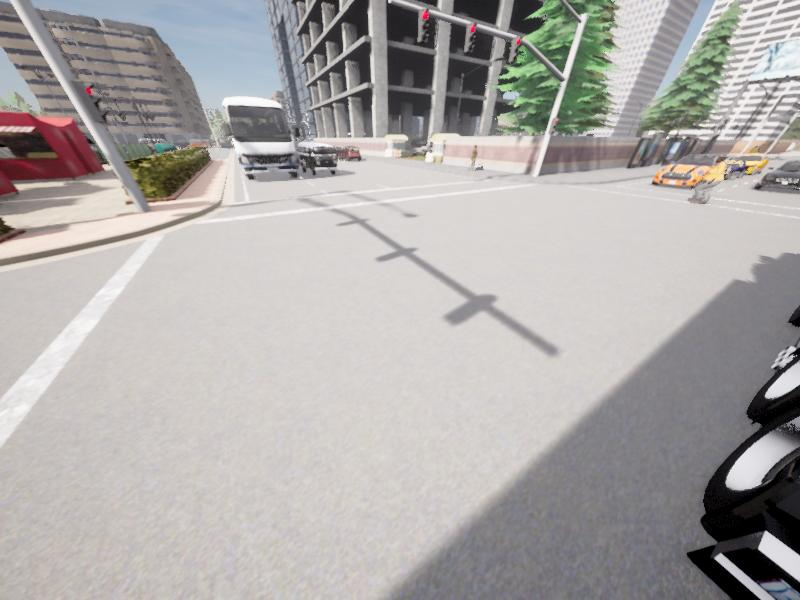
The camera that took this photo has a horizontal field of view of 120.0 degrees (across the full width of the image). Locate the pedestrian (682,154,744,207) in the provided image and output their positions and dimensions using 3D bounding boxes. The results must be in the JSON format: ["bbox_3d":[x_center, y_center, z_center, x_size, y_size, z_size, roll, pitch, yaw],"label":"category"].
[{"bbox_3d":[13.100,-5.046,9.746,0.751,1.860,0.751,-27,43,-33],"label":"pedestrian"}]

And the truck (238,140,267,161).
[{"bbox_3d":[-19.688,-19.983,30.688,2.390,2.098,6.274,-18,39,-25],"label":"truck"}]

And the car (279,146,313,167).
[{"bbox_3d":[-11.019,-15.235,24.357,2.152,1.651,5.027,-18,39,-25],"label":"car"}]

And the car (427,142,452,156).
[{"bbox_3d":[6.313,-24.475,37.391,1.905,1.878,3.866,-18,39,-24],"label":"car"}]

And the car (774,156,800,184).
[{"bbox_3d":[29.146,-9.220,16.322,4.892,1.490,1.837,-18,39,-24],"label":"car"}]

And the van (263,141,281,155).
[{"bbox_3d":[-22.189,-26.342,39.931,1.775,1.987,4.442,-18,39,-25],"label":"van"}]

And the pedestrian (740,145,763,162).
[{"bbox_3d":[46.966,-19.608,30.857,0.751,1.860,0.751,-15,38,-22],"label":"pedestrian"}]

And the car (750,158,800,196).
[{"bbox_3d":[22.896,-7.205,13.349,4.892,1.490,1.837,-18,39,-25],"label":"car"}]

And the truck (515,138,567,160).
[{"bbox_3d":[19.739,-21.370,32.601,2.615,2.467,5.204,-18,39,-24],"label":"truck"}]

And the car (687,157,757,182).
[{"bbox_3d":[24.195,-9.844,17.343,4.718,1.301,1.895,-18,39,-24],"label":"car"}]

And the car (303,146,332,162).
[{"bbox_3d":[-10.615,-18.750,29.525,2.128,1.511,4.902,-18,39,-25],"label":"car"}]

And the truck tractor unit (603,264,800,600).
[{"bbox_3d":[5.112,-0.297,0.793,6.516,4.208,3.053,-18,39,-24],"label":"truck tractor unit"}]

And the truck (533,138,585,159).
[{"bbox_3d":[23.474,-22.578,34.382,2.615,2.467,5.204,-18,39,-24],"label":"truck"}]

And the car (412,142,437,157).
[{"bbox_3d":[3.764,-23.651,36.176,1.905,1.878,3.866,-18,39,-24],"label":"car"}]

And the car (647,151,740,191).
[{"bbox_3d":[18.124,-8.092,14.315,4.553,1.767,2.097,-18,39,-24],"label":"car"}]

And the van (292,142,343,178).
[{"bbox_3d":[-6.347,-10.772,17.604,2.069,2.038,4.480,-21,40,-28],"label":"van"}]

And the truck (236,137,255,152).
[{"bbox_3d":[-33.726,-33.905,50.281,2.627,2.467,5.204,-18,39,-25],"label":"truck"}]

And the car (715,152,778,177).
[{"bbox_3d":[30.207,-11.880,20.129,5.008,1.535,1.882,-18,39,-24],"label":"car"}]

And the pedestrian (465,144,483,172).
[{"bbox_3d":[5.825,-11.223,18.233,0.751,1.860,0.751,-10,36,-15],"label":"pedestrian"}]

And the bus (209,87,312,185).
[{"bbox_3d":[-10.035,-11.539,16.732,3.944,4.253,10.273,-18,39,-25],"label":"bus"}]
